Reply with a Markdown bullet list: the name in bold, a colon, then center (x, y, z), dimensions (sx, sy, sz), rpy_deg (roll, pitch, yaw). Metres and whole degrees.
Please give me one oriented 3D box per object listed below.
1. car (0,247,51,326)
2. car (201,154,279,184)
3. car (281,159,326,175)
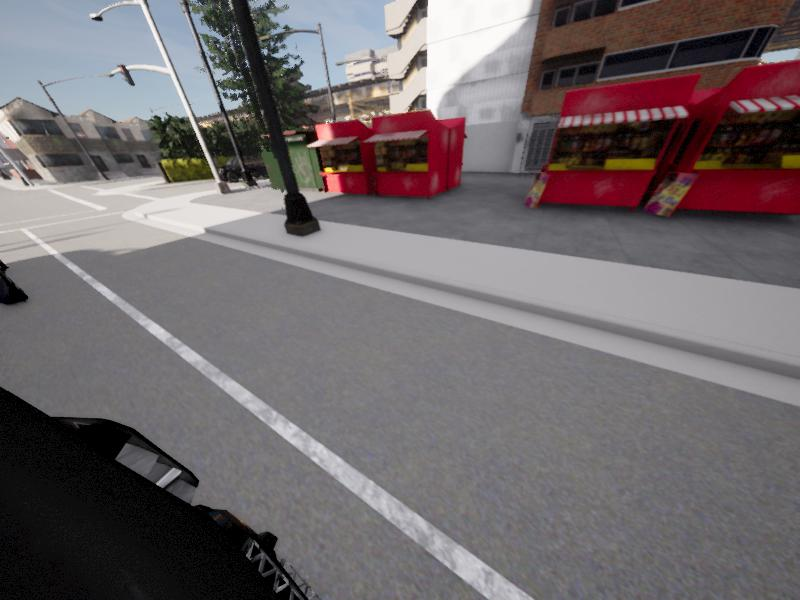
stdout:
- **car**: center (-8.830, -0.524, 3.965), dimensions (4.792, 1.488, 2.163), rpy_deg (16, 38, 26)
- **car**: center (-15.325, -12.853, 22.592), dimensions (2.150, 2.045, 5.566), rpy_deg (16, 38, 27)
- **car**: center (-11.584, -16.161, 27.975), dimensions (1.895, 1.301, 4.718), rpy_deg (16, 38, 27)
